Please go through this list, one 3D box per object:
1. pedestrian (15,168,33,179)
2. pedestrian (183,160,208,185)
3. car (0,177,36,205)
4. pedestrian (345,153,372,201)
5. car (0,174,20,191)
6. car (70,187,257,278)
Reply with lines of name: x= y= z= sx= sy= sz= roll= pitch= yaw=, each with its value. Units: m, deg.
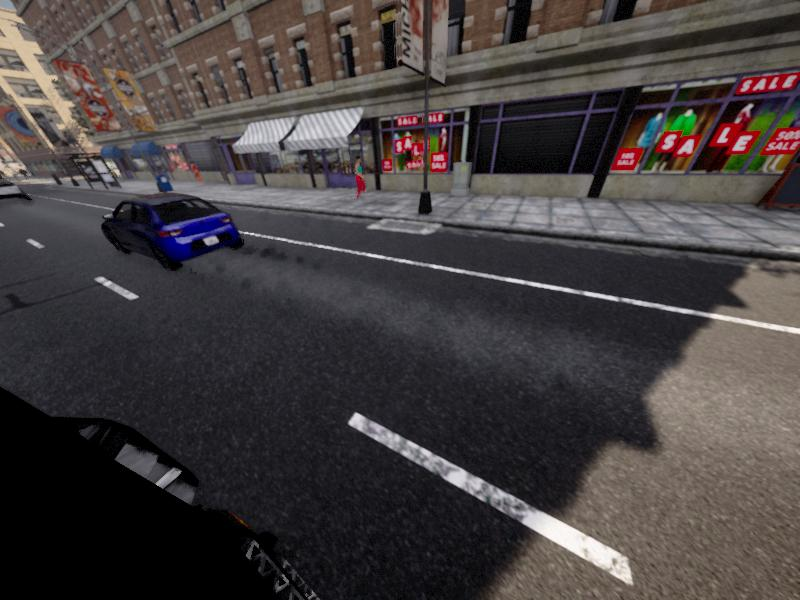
pedestrian: x=-71.150 y=-23.923 z=43.673 sx=0.751 sy=1.860 sz=0.751 roll=4 pitch=34 yaw=10
pedestrian: x=-18.034 y=-11.297 z=20.428 sx=0.751 sy=1.860 sz=0.751 roll=12 pitch=36 yaw=21
car: x=-30.308 y=-8.265 z=17.445 sx=4.514 sy=1.525 sz=2.007 roll=15 pitch=37 yaw=24
pedestrian: x=-1.844 y=-5.579 z=10.522 sx=0.751 sy=1.860 sz=0.751 roll=4 pitch=34 yaw=11
car: x=-47.763 y=-13.803 z=27.154 sx=1.789 sy=1.549 sz=3.705 roll=-26 pitch=40 yaw=-30
car: x=-6.289 y=-2.046 z=6.212 sx=4.193 sy=1.474 sz=1.816 roll=14 pitch=37 yaw=24
